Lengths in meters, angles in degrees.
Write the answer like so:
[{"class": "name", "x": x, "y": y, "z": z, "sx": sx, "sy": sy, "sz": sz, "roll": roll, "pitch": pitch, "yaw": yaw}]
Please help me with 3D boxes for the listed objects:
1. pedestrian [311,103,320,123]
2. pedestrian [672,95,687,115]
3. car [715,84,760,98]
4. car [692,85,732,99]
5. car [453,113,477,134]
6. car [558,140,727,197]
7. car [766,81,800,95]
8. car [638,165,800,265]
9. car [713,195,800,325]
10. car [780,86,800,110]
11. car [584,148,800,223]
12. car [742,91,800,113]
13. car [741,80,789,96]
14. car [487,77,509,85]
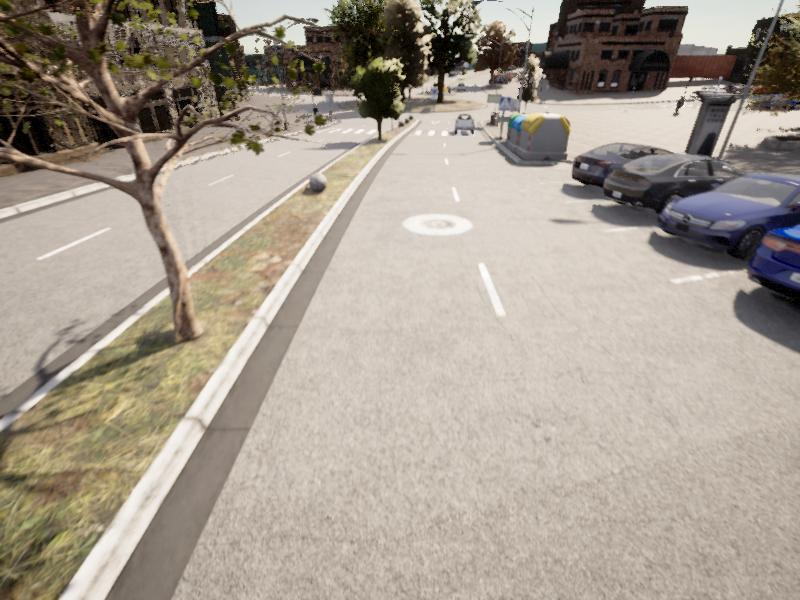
[{"class": "pedestrian", "x": -8.747, "y": -19.440, "z": 41.584, "sx": 0.751, "sy": 1.860, "sz": 0.751, "roll": -5, "pitch": 32, "yaw": -9}, {"class": "pedestrian", "x": 29.556, "y": -20.639, "z": 42.327, "sx": 0.751, "sy": 1.860, "sz": 0.751, "roll": 13, "pitch": 33, "yaw": 20}, {"class": "car", "x": 46.719, "y": -29.068, "z": 55.493, "sx": 2.163, "sy": 1.488, "sz": 4.792, "roll": -3, "pitch": 29, "yaw": 3}, {"class": "car", "x": 43.970, "y": -29.412, "z": 56.541, "sx": 2.002, "sy": 1.452, "sz": 4.674, "roll": -3, "pitch": 29, "yaw": 3}, {"class": "car", "x": 5.662, "y": -15.575, "z": 35.210, "sx": 1.845, "sy": 1.501, "sz": 3.633, "roll": 4, "pitch": 27, "yaw": 6}, {"class": "car", "x": 8.519, "y": -4.778, "z": 14.265, "sx": 4.792, "sy": 1.488, "sz": 2.163, "roll": -7, "pitch": 28, "yaw": -15}, {"class": "car", "x": 52.212, "y": -28.417, "z": 53.509, "sx": 2.163, "sy": 1.488, "sz": 4.792, "roll": -3, "pitch": 29, "yaw": 3}, {"class": "car", "x": 8.218, "y": -2.063, "z": 9.007, "sx": 4.674, "sy": 1.452, "sz": 2.002, "roll": -7, "pitch": 29, "yaw": -16}, {"class": "car", "x": 8.115, "y": -0.749, "z": 6.368, "sx": 5.008, "sy": 1.535, "sz": 2.097, "roll": -8, "pitch": 28, "yaw": -16}, {"class": "car", "x": 42.126, "y": -20.763, "z": 41.091, "sx": 1.878, "sy": 1.987, "sz": 4.442, "roll": -2, "pitch": 30, "yaw": 5}, {"class": "car", "x": 8.331, "y": -3.451, "z": 11.618, "sx": 4.892, "sy": 1.521, "sz": 2.231, "roll": -7, "pitch": 28, "yaw": -15}, {"class": "car", "x": 39.395, "y": -21.023, "z": 42.425, "sx": 2.097, "sy": 1.535, "sz": 5.008, "roll": -2, "pitch": 30, "yaw": 5}, {"class": "car", "x": 49.450, "y": -28.864, "z": 54.400, "sx": 2.185, "sy": 1.767, "sz": 4.553, "roll": -3, "pitch": 29, "yaw": 3}, {"class": "car", "x": 24.215, "y": -53.971, "z": 98.690, "sx": 4.892, "sy": 1.521, "sz": 2.231, "roll": 9, "pitch": 34, "yaw": 14}]
